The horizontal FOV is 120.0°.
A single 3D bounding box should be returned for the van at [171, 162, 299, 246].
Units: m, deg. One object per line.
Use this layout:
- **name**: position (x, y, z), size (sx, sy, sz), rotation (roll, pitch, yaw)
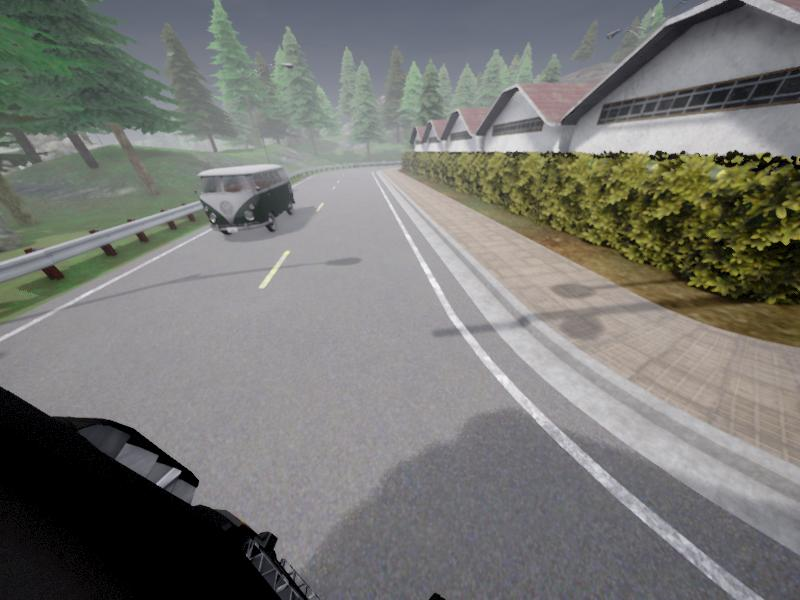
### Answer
- **van**: position (-5.359, -3.777, 8.469), size (1.775, 1.987, 4.442), rotation (-6, 33, -6)
